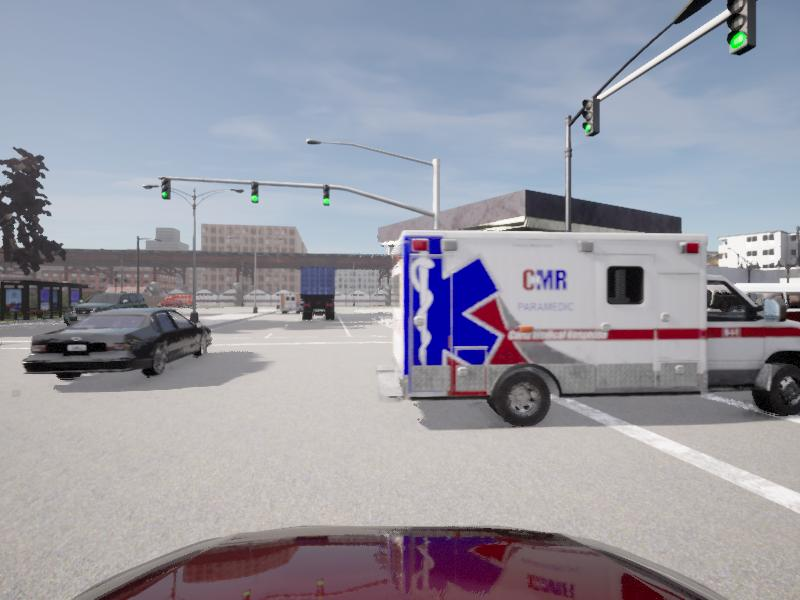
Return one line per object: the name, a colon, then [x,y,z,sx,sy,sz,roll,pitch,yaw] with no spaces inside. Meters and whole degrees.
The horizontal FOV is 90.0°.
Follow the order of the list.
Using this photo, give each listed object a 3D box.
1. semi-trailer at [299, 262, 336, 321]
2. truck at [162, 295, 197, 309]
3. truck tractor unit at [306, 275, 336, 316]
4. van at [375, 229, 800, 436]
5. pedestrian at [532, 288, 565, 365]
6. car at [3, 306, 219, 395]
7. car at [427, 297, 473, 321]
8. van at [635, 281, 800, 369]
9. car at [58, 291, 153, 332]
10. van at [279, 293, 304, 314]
semi-trailer: [-7.386,-0.617,36.904,2.717,4.402,14.254,0,0,-10]
truck: [-41.949,0.335,76.087,5.204,2.467,2.627,-2,0,-10]
truck tractor unit: [-8.758,-0.518,44.696,3.053,4.208,6.516,0,0,-10]
van: [2.825,0.378,6.138,6.366,2.431,2.351,0,0,-5]
pedestrian: [3.757,0.637,10.125,0.751,1.860,0.751,0,0,20]
car: [-6.140,0.895,9.540,2.033,1.411,5.357,0,0,-10]
car: [3.640,0.638,30.232,2.242,1.667,4.611,0,0,-10]
van: [9.007,0.571,10.666,4.480,2.038,2.069,0,0,-12]
car: [-16.637,0.568,23.057,2.150,2.045,5.566,0,0,-10]
van: [-12.915,0.378,48.171,2.351,2.431,6.366,0,0,-10]
